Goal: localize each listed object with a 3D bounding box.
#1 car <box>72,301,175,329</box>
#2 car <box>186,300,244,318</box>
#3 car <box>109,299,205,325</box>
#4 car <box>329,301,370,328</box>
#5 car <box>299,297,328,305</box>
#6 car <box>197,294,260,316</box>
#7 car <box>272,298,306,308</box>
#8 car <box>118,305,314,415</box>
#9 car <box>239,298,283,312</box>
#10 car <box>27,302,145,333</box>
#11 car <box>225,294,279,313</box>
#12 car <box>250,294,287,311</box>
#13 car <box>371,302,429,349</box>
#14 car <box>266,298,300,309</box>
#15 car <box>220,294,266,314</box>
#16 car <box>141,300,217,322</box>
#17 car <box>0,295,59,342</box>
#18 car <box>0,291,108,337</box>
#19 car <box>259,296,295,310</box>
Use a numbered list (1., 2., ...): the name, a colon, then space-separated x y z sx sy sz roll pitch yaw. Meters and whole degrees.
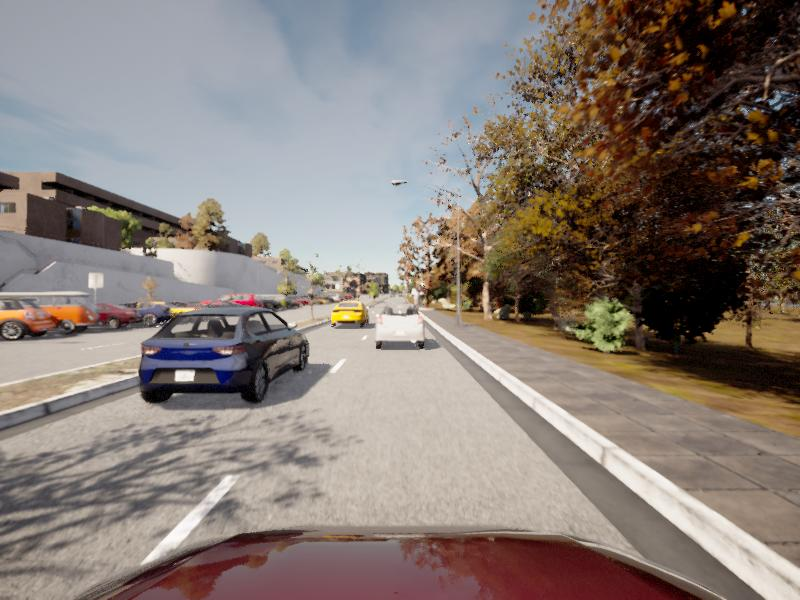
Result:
1. car: -16.899 0.853 24.788 4.792 1.488 2.163 -1 0 -20
2. car: -16.862 0.759 36.742 4.674 1.452 2.002 -1 1 -20
3. car: -16.699 0.796 27.857 5.366 1.575 1.946 -1 0 -20
4. car: -3.003 0.806 24.809 1.882 1.535 5.008 0 0 0
5. car: -17.014 0.158 78.569 5.366 1.575 1.946 -1 1 -20
6. car: -16.894 0.434 39.709 5.566 2.045 2.435 -1 1 -20
7. car: -16.827 0.433 60.641 4.792 1.488 2.163 -1 1 -20
8. car: -3.000 0.859 7.646 1.816 1.474 4.193 0 0 0
9. car: -16.854 0.566 48.676 4.892 1.521 2.231 -1 1 -20
10. car: -16.870 0.874 21.816 4.674 1.452 2.002 -1 0 -20
11. car: -16.840 0.353 45.705 5.566 2.045 2.435 -1 1 -20
12. car: -16.969 0.301 51.613 4.442 1.987 1.878 -1 1 -20
13. car: 0.000 0.836 14.657 1.845 1.501 3.633 0 0 0
14. car: -16.850 0.484 57.623 4.674 1.452 2.002 -1 1 -20
15. car: -16.758 0.418 42.752 4.442 1.987 1.878 -1 1 -20
16. car: -16.842 0.809 30.785 4.792 1.488 2.163 -1 0 -20
17. car: -16.851 0.721 15.856 4.553 1.767 2.185 -1 0 -20
18. car: -16.771 0.617 18.883 4.442 1.987 1.878 -1 0 -20
19. car: -16.828 0.358 54.649 4.553 1.767 2.185 -1 1 -20
